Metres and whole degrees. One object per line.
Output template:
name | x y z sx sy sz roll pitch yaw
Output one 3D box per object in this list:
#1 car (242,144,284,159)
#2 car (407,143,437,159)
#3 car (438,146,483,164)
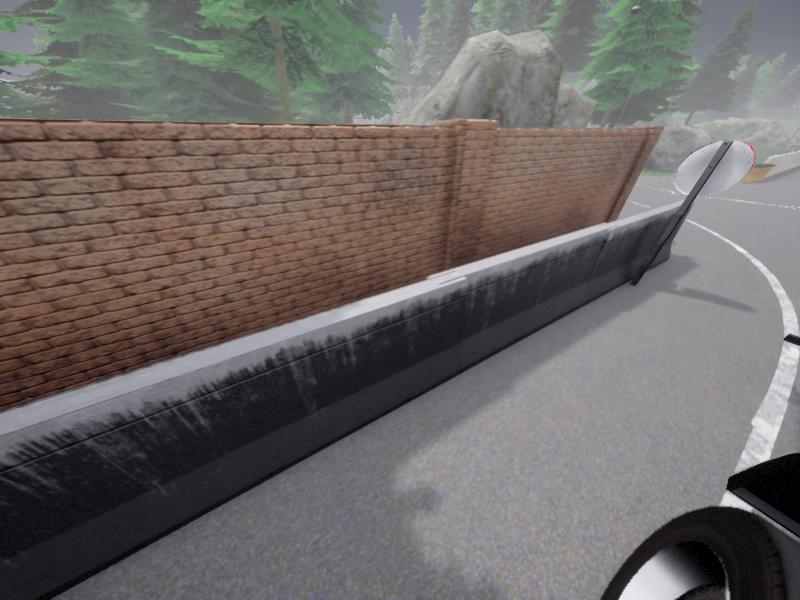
car | -20.045 -21.802 33.857 4.856 1.649 2.033 -18 39 -23
car | 2.637 -18.436 28.542 1.789 1.549 3.705 -19 39 -24
car | 6.072 -14.966 23.705 1.994 1.385 4.181 -18 39 -24
